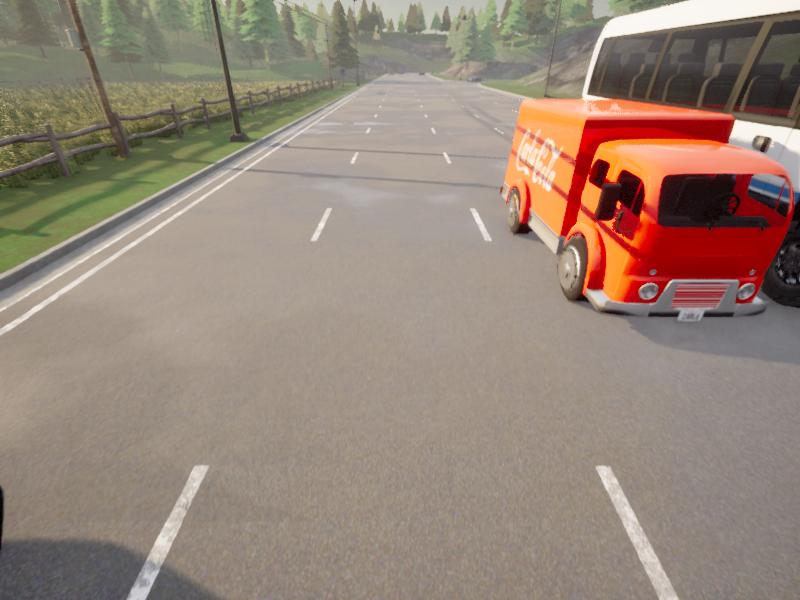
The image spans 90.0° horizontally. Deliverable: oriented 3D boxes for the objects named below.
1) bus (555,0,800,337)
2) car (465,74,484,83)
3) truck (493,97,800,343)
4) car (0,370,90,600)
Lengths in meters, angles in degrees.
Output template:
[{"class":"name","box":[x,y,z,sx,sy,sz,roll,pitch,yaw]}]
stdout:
[{"class":"bus","box":[7.144,-3.558,7.844,3.944,4.253,10.273,0,30,0]},{"class":"car","box":[15.139,-45.041,81.378,2.128,1.511,4.902,16,34,25]},{"class":"truck","box":[3.524,-1.839,6.673,2.627,2.467,5.204,0,30,0]},{"class":"car","box":[-3.484,2.168,0.672,2.033,1.649,4.856,0,30,0]}]
